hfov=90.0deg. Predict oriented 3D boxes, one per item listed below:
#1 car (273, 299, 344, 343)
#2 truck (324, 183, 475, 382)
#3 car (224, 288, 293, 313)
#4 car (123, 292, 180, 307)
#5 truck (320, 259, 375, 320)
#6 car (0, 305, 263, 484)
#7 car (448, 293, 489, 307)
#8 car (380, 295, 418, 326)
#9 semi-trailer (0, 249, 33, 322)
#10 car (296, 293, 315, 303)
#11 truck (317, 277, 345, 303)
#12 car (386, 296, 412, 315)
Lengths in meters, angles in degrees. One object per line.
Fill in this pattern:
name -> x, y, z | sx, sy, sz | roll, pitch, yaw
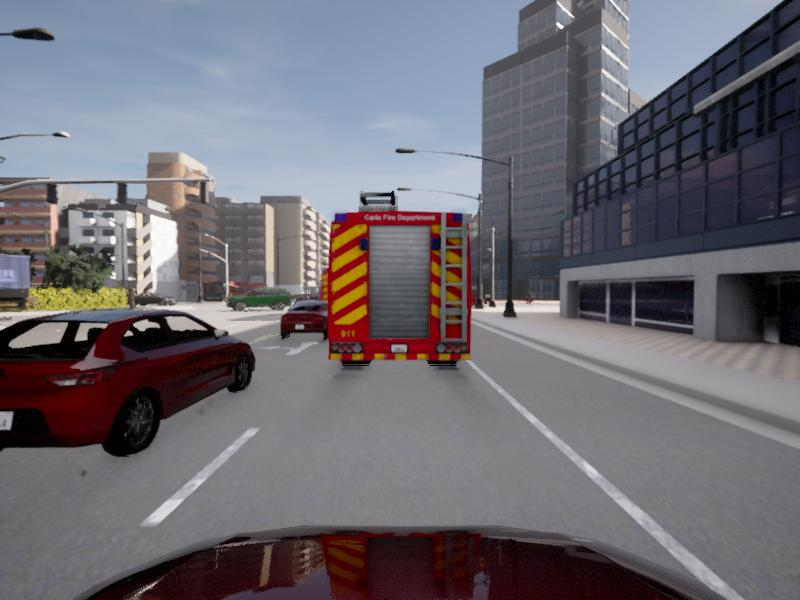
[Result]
car -> -3.545, 0.741, 16.397 | 1.812, 1.442, 4.674 | 0, 1, 0
truck -> -0.020, -0.388, 11.930 | 2.891, 3.827, 8.468 | 0, 1, 0
car -> -12.640, -0.030, 35.856 | 5.566, 2.045, 2.150 | -1, 2, -30
car -> -27.903, -0.082, 45.030 | 5.027, 1.651, 2.152 | 0, 2, 1
truck -> -3.566, -0.748, 29.383 | 2.891, 3.827, 8.468 | 0, 1, 0
car -> -3.515, 0.841, 5.548 | 1.816, 1.474, 4.193 | 0, 0, 0
car -> 7.604, 0.005, 44.697 | 4.193, 1.474, 1.816 | 0, 1, -9
car -> -0.048, 0.532, 23.966 | 2.038, 1.542, 4.974 | 0, 2, 0
semi-trailer -> -29.190, -0.787, 21.120 | 2.717, 4.402, 14.254 | 2, 2, 45
car -> -14.137, -0.355, 60.142 | 1.970, 1.475, 3.806 | 0, 1, 0
truck -> -10.659, -1.577, 62.799 | 2.891, 3.827, 8.468 | 0, 1, 0
car -> -0.047, 0.393, 32.999 | 1.994, 1.385, 4.181 | 0, 2, 0
